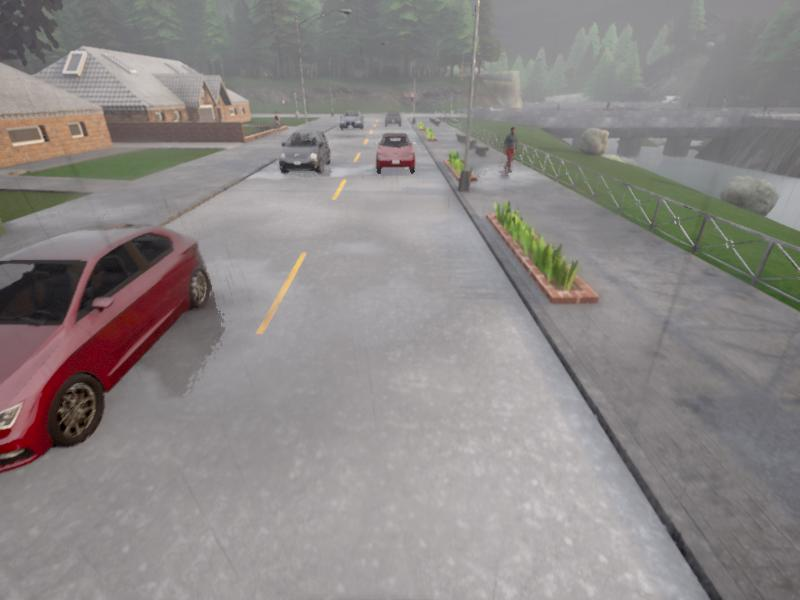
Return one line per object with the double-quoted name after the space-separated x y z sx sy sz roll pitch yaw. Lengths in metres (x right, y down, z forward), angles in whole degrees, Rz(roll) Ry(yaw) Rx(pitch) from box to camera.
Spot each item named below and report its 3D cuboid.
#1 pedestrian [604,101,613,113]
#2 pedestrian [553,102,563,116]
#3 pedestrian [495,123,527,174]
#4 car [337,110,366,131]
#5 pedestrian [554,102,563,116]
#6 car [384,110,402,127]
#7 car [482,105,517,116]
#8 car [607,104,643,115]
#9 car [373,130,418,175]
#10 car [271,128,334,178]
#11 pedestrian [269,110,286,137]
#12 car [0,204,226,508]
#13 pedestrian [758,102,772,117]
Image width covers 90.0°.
37.220 -34.519 71.494 0.751 1.860 0.751 -10 29 -19 "pedestrian"
23.514 -28.362 59.516 0.751 1.860 0.751 -9 29 -17 "pedestrian"
4.515 -6.206 16.388 0.751 1.860 0.751 -7 28 -13 "pedestrian"
-4.612 -17.449 38.772 2.242 1.667 4.611 -1 27 -1 "car"
24.004 -28.930 60.622 0.751 1.860 0.751 0 27 -1 "pedestrian"
-0.732 -19.939 43.832 1.816 1.474 4.193 0 27 -1 "car"
15.738 -30.194 63.663 4.974 1.542 2.038 0 27 -1 "car"
37.914 -32.178 67.572 4.611 1.667 2.242 0 27 -1 "car"
-0.205 -6.789 18.164 1.845 1.501 3.633 0 27 -1 "car"
-4.173 -6.658 17.832 1.851 1.617 3.988 0 27 -1 "car"
-9.469 -13.685 30.958 0.751 1.860 0.751 3 27 5 "pedestrian"
-3.936 0.103 4.812 1.816 1.474 4.193 0 27 -1 "car"
53.859 -28.139 59.062 0.751 1.860 0.751 -9 29 -18 "pedestrian"
